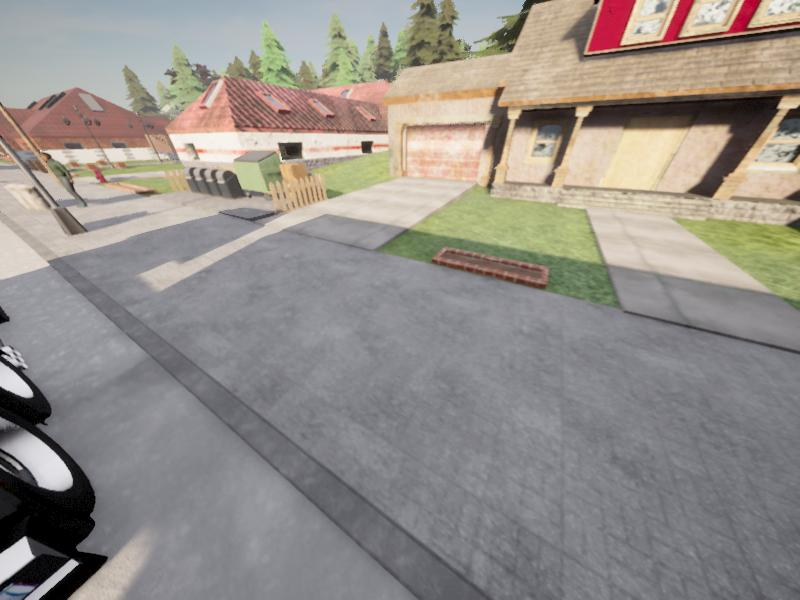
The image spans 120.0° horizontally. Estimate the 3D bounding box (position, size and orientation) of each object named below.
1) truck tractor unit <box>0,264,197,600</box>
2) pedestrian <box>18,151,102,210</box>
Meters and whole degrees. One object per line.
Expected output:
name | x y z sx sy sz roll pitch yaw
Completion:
truck tractor unit | -5.119 -0.290 0.790 6.516 4.208 3.053 18 39 24
pedestrian | -12.573 -4.462 8.635 0.751 1.860 0.751 9 36 13
